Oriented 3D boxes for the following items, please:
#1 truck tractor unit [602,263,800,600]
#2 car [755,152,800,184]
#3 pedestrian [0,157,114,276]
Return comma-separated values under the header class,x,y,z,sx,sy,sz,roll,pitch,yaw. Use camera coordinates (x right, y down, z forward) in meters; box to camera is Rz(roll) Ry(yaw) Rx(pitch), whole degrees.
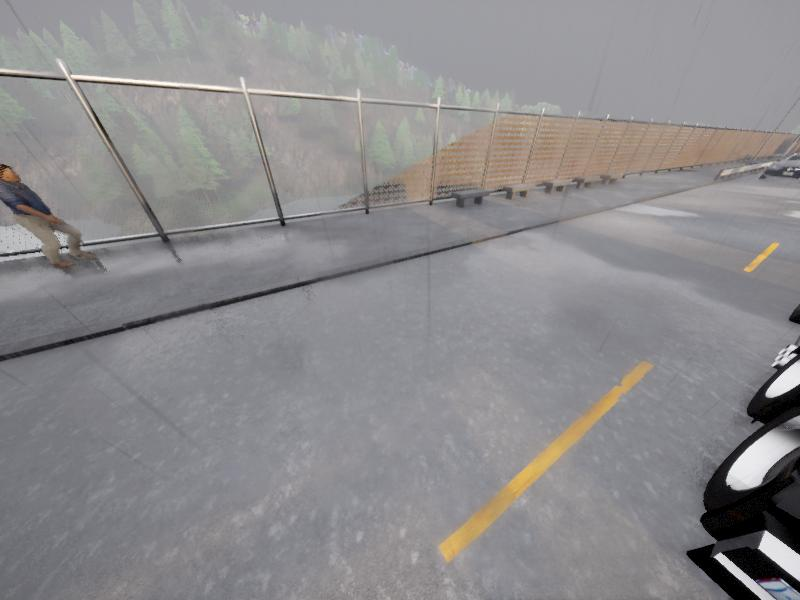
class,x,y,z,sx,sy,sz,roll,pitch,yaw
truck tractor unit,5.108,-0.304,0.784,6.516,4.208,3.053,-18,39,-24
car,27.750,-9.272,16.092,5.027,1.651,2.152,-18,39,-24
pedestrian,-6.599,-1.496,4.244,0.751,1.860,0.751,-14,37,-20
